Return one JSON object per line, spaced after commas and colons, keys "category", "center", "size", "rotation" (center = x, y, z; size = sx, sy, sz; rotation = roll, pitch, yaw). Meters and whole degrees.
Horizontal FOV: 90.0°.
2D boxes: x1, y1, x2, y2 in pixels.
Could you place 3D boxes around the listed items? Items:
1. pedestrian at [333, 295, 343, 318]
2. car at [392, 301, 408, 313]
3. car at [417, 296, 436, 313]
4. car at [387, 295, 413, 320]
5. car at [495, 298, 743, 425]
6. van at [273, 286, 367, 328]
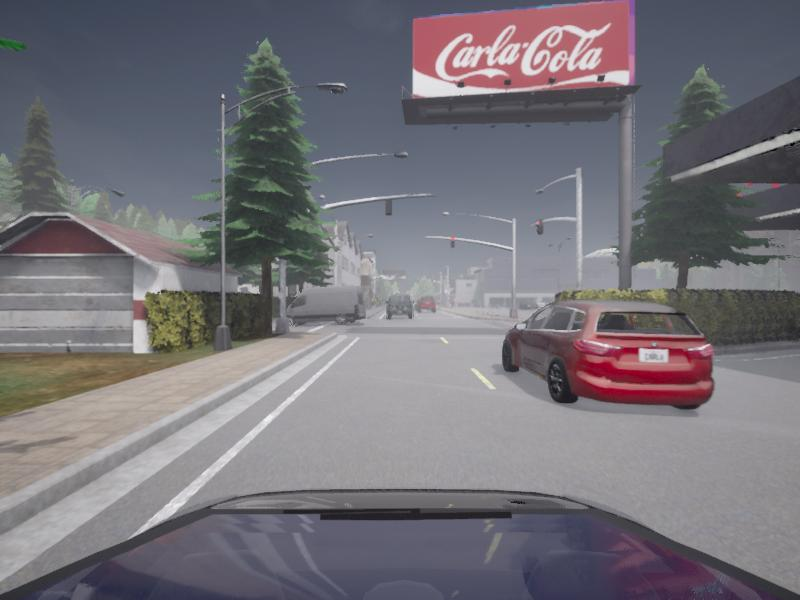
{"category": "pedestrian", "center": [-5.013, 0.510, 32.207], "size": [0.751, 1.860, 0.751], "rotation": [0, 0, -11]}
{"category": "car", "center": [-0.005, 0.861, 50.634], "size": [1.837, 1.490, 4.892], "rotation": [0, 0, 0]}
{"category": "car", "center": [3.494, 0.585, 53.385], "size": [2.150, 2.045, 5.566], "rotation": [0, 0, 0]}
{"category": "car", "center": [-0.004, 0.579, 34.936], "size": [2.150, 2.045, 5.566], "rotation": [0, 0, 0]}
{"category": "car", "center": [3.541, 0.841, 7.764], "size": [2.242, 1.667, 4.611], "rotation": [2, 0, 0]}
{"category": "van", "center": [-5.426, 0.472, 27.474], "size": [5.915, 2.561, 1.988], "rotation": [-2, -1, 9]}
